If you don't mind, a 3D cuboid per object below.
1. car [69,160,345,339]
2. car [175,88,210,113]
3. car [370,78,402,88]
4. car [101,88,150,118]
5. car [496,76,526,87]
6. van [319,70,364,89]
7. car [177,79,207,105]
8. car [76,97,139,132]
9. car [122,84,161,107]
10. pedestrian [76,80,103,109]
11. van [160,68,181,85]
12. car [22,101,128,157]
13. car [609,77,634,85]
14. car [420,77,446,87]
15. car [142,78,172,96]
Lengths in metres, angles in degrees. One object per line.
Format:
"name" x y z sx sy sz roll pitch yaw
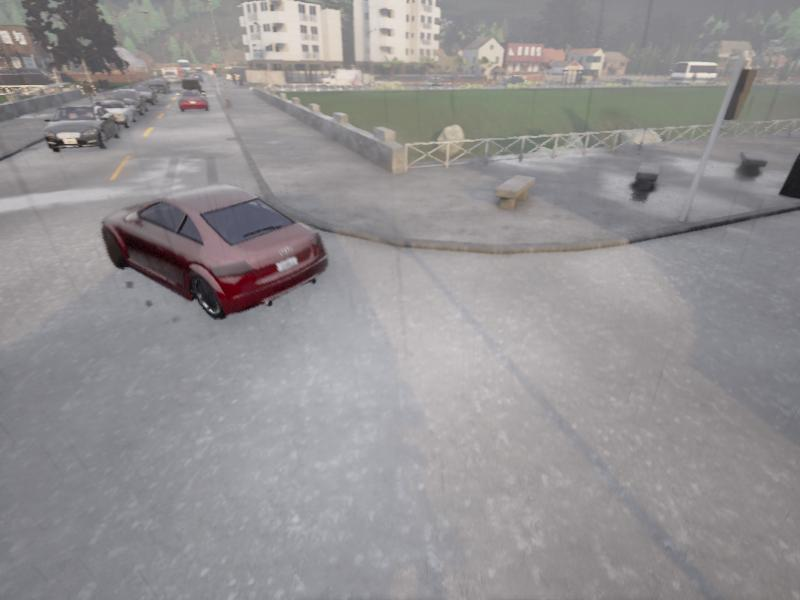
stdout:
"car" -3.172 -1.136 6.554 4.181 1.385 1.994 21 36 31
"car" -15.897 -15.312 30.606 1.994 1.385 4.181 -13 33 -22
"car" -2.298 -35.206 64.915 4.718 1.301 1.895 -12 33 -20
"car" -18.859 -13.726 27.721 1.837 1.490 4.892 -12 33 -20
"car" 20.416 -40.109 73.323 4.856 1.649 2.033 -12 33 -20
"van" -9.104 -34.269 62.086 6.366 2.431 2.351 -12 33 -20
"car" -18.728 -18.867 36.124 1.905 1.878 3.866 -12 33 -20
"car" -16.198 -10.492 22.429 1.895 1.301 4.718 -12 33 -20
"car" -22.388 -17.834 34.793 2.033 1.411 5.357 -12 33 -20
"pedestrian" -22.921 -15.176 29.523 0.751 1.860 0.751 11 32 18
"van" -39.999 -39.136 69.934 2.351 2.431 6.366 -12 33 -20
"car" -13.370 -7.364 16.908 2.128 1.511 4.902 -11 32 -19
"car" 45.941 -45.355 82.926 4.181 1.385 1.994 -12 33 -20
"car" 5.634 -36.943 67.830 3.806 1.475 1.970 -12 32 -20
"car" -28.067 -24.722 46.378 1.837 1.490 4.892 -9 33 -15
